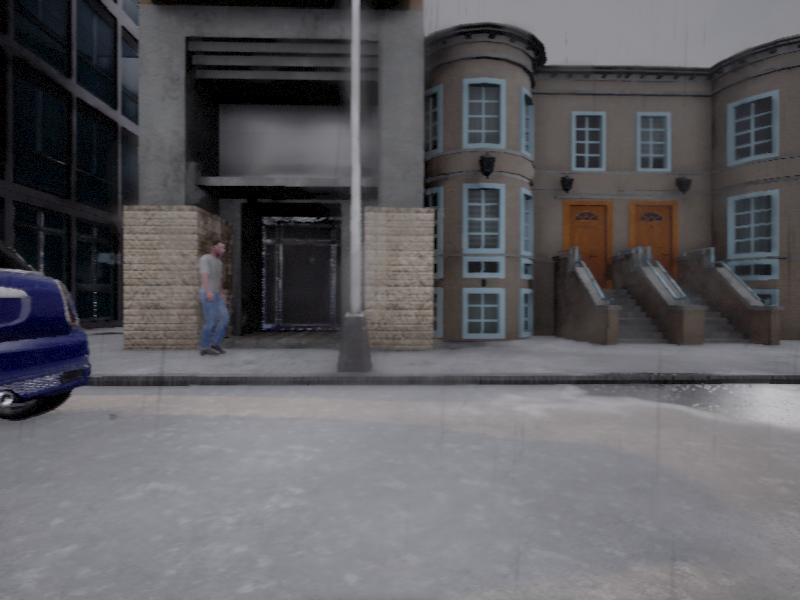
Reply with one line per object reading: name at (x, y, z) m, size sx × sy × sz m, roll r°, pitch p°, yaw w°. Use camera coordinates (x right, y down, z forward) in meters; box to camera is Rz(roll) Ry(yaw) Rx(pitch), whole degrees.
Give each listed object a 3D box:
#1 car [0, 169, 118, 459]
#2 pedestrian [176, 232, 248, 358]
car at (-4.714, 0.083, 2.395) m, size 4.553 × 1.767 × 2.097 m, roll 0°, pitch 0°, yaw -1°
pedestrian at (-2.923, -0.075, 6.274) m, size 0.751 × 1.860 × 0.751 m, roll 0°, pitch 0°, yaw 3°
